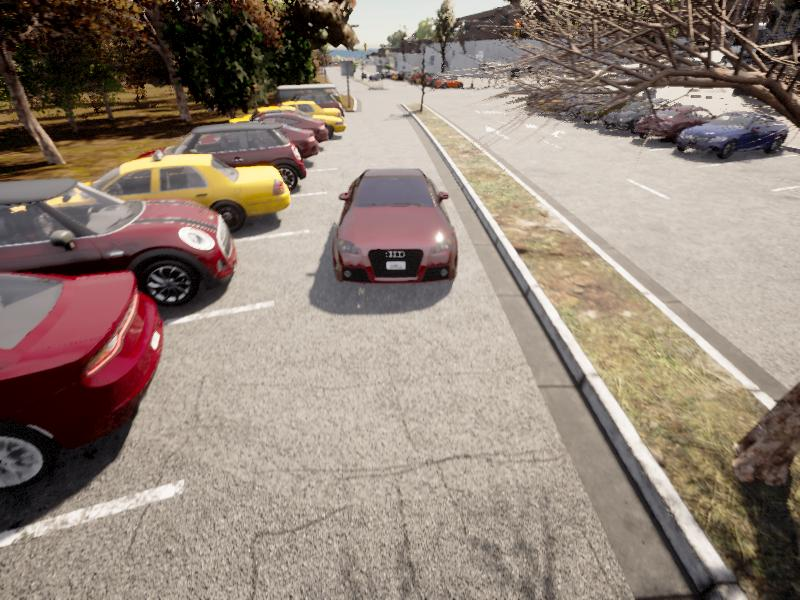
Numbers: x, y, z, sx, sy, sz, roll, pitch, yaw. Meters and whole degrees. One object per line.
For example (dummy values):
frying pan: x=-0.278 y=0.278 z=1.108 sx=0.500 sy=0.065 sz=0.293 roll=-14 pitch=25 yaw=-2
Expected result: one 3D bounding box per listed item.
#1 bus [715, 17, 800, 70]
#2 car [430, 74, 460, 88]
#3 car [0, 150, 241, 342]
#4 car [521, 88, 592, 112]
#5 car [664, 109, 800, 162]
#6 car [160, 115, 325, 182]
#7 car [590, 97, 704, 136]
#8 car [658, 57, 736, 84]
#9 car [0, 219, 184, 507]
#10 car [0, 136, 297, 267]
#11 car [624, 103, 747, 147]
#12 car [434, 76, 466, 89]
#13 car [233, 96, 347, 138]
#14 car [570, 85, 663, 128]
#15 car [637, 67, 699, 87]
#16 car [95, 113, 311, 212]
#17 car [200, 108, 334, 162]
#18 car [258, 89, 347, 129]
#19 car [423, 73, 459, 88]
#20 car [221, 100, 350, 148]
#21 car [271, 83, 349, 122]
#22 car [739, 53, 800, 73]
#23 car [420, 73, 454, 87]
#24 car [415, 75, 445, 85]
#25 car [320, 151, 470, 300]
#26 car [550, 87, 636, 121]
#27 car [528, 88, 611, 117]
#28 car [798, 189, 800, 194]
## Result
bus: x=43.180 y=-29.604 z=46.005 sx=10.273 sy=4.253 sz=3.944 roll=-10 pitch=33 yaw=-5
car: x=7.433 y=-36.200 z=66.140 sx=4.442 sy=1.987 sz=1.878 roll=-15 pitch=34 yaw=-25
car: x=-4.896 y=-0.861 z=5.715 sx=4.553 sy=1.767 sz=2.185 roll=-12 pitch=32 yaw=-18
car: x=12.186 y=-15.644 z=31.171 sx=4.792 sy=1.488 sz=2.163 roll=-13 pitch=33 yaw=-21
car: x=13.070 y=-6.507 z=15.590 sx=4.674 sy=1.452 sz=2.002 roll=-11 pitch=33 yaw=-20
car: x=-5.130 y=-5.208 z=13.468 sx=4.674 sy=1.452 sz=2.002 roll=-12 pitch=32 yaw=-18
car: x=12.792 y=-9.593 z=20.779 sx=4.892 sy=1.521 sz=2.231 roll=-12 pitch=33 yaw=-20
car: x=30.078 y=-23.481 z=40.795 sx=2.435 sy=2.045 sz=5.566 roll=-21 pitch=36 yaw=-21
car: x=-4.801 y=0.739 z=3.228 sx=5.008 sy=1.535 sz=2.097 roll=-12 pitch=32 yaw=-17
car: x=-5.108 y=-2.217 z=8.278 sx=5.366 sy=1.575 sz=1.946 roll=-12 pitch=32 yaw=-18
car: x=12.930 y=-8.035 z=18.197 sx=4.674 sy=1.452 sz=2.002 roll=-12 pitch=32 yaw=-20
car: x=7.960 y=-34.628 z=63.664 sx=4.553 sy=1.767 sz=2.185 roll=-15 pitch=34 yaw=-25
car: x=-5.736 y=-9.688 z=21.043 sx=5.366 sy=1.575 sz=1.946 roll=-13 pitch=33 yaw=-19
car: x=12.514 y=-11.290 z=23.223 sx=4.442 sy=1.987 sz=1.878 roll=-12 pitch=33 yaw=-21
car: x=27.119 y=-22.756 z=40.704 sx=2.002 sy=1.452 sz=4.674 roll=-21 pitch=36 yaw=-22
car: x=-4.999 y=-3.861 z=10.838 sx=4.553 sy=1.767 sz=2.185 roll=-12 pitch=32 yaw=-18
car: x=-5.258 y=-6.702 z=16.021 sx=4.674 sy=1.452 sz=2.002 roll=-13 pitch=33 yaw=-19
car: x=-5.713 y=-11.332 z=23.604 sx=4.553 sy=1.767 sz=2.185 roll=-13 pitch=33 yaw=-20
car: x=7.035 y=-37.748 z=68.724 sx=5.566 sy=2.045 sz=2.435 roll=-15 pitch=34 yaw=-25
car: x=-5.237 y=-8.274 z=18.617 sx=5.366 sy=1.575 sz=1.946 roll=-13 pitch=32 yaw=-19
car: x=-5.837 y=-12.931 z=26.134 sx=4.442 sy=1.987 sz=1.878 roll=-13 pitch=32 yaw=-20
car: x=38.992 y=-24.762 z=41.754 sx=2.231 sy=1.521 sz=4.892 roll=-21 pitch=36 yaw=-21
car: x=6.594 y=-39.271 z=71.315 sx=5.566 sy=2.045 sz=2.435 roll=-16 pitch=34 yaw=-25
car: x=5.740 y=-42.099 z=76.619 sx=5.366 sy=1.575 sz=1.946 roll=-16 pitch=34 yaw=-25
car: x=-0.116 y=-1.670 z=7.483 sx=1.994 sy=1.385 sz=4.181 roll=-1 pitch=30 yaw=-1
car: x=12.461 y=-12.757 z=25.927 sx=4.553 sy=1.767 sz=2.185 roll=-12 pitch=33 yaw=-21
car: x=12.055 y=-14.132 z=28.512 sx=5.366 sy=1.575 sz=1.946 roll=-12 pitch=33 yaw=-21
car: x=13.276 y=-3.456 z=10.385 sx=4.674 sy=1.452 sz=2.002 roll=-11 pitch=32 yaw=-19
